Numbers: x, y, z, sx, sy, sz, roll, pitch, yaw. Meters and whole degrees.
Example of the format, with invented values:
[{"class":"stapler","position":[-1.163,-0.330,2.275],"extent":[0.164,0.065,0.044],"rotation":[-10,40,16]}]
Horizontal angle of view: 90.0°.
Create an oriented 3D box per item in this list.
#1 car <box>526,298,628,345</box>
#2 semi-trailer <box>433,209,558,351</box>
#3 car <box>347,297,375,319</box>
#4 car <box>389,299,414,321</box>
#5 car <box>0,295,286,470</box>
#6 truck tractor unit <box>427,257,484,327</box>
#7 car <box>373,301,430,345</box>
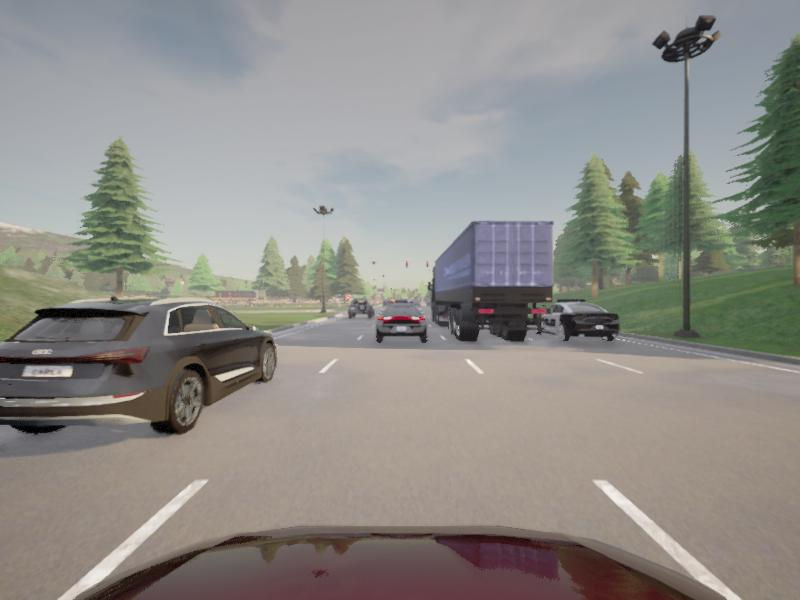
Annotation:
[{"class":"car","position":[7.064,0.774,16.718],"extent":[1.930,1.638,5.238],"rotation":[0,0,0]},{"class":"semi-trailer","position":[3.556,-0.615,19.571],"extent":[2.717,4.402,14.254],"rotation":[0,0,0]},{"class":"car","position":[-3.355,0.659,34.998],"extent":[1.932,1.855,4.605],"rotation":[0,0,0]},{"class":"car","position":[0.138,0.777,33.448],"extent":[1.930,1.638,5.238],"rotation":[0,0,0]},{"class":"car","position":[-3.481,0.779,6.213],"extent":[2.033,1.649,4.856],"rotation":[0,0,0]},{"class":"truck tractor unit","position":[3.578,-0.513,27.485],"extent":[3.053,4.208,6.516],"rotation":[0,0,1]},{"class":"car","position":[0.065,0.832,16.952],"extent":[2.038,1.542,4.974],"rotation":[0,0,0]}]
